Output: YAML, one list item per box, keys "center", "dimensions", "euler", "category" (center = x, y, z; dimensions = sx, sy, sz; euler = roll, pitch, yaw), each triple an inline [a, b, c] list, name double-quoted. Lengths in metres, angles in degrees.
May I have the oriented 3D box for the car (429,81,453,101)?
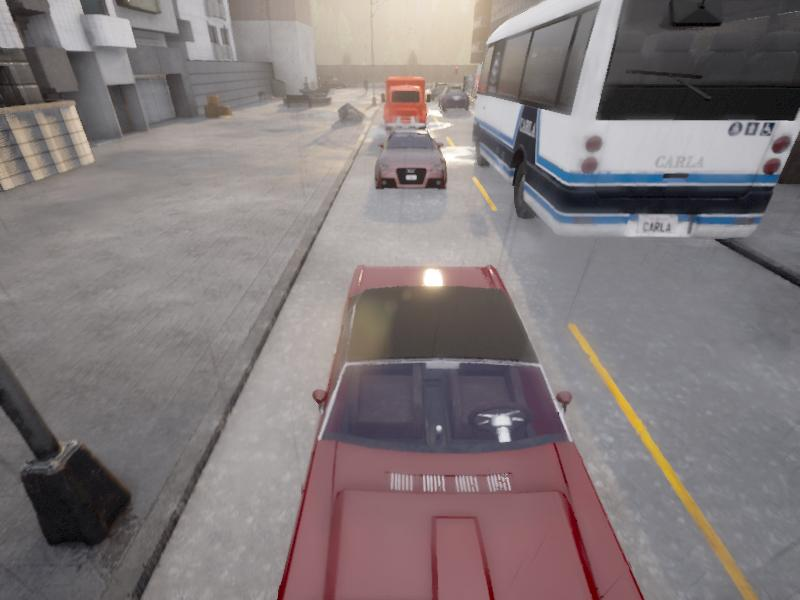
- center: [4.203, -21.854, 41.761]
  dimensions: [2.033, 1.649, 4.856]
  euler: [0, 30, 1]
  category: "car"

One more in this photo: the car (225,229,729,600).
- center: [0.306, 0.874, 3.236]
  dimensions: [1.895, 1.301, 4.718]
  euler: [0, 30, 0]
  category: "car"

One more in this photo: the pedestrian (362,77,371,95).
- center: [-3.824, -24.425, 45.671]
  dimensions: [0.751, 1.860, 0.751]
  euler: [5, 31, 9]
  category: "pedestrian"

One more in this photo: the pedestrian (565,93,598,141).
- center: [8.049, -8.143, 17.832]
  dimensions: [0.751, 1.860, 0.751]
  euler: [1, 30, 1]
  category: "pedestrian"

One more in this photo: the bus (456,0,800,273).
- center: [4.081, -4.816, 10.011]
  dimensions: [3.944, 4.253, 10.273]
  euler: [0, 29, 1]
  category: "bus"

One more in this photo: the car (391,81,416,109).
- center: [0.272, -17.154, 33.463]
  dimensions: [1.905, 1.878, 3.866]
  euler: [0, 30, 0]
  category: "car"

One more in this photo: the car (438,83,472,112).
- center: [4.267, -16.204, 31.939]
  dimensions: [2.097, 1.767, 4.553]
  euler: [0, 31, 0]
  category: "car"

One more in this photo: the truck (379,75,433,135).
- center: [0.302, -10.890, 22.134]
  dimensions: [2.627, 2.467, 5.204]
  euler: [0, 32, 0]
  category: "truck"

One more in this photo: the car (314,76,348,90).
- center: [-10.021, -31.764, 58.536]
  dimensions: [4.553, 1.767, 2.097]
  euler: [0, 30, 0]
  category: "car"

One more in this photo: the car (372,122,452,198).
- center: [0.313, -4.373, 12.123]
  dimensions: [1.994, 1.385, 4.181]
  euler: [0, 30, 0]
  category: "car"
